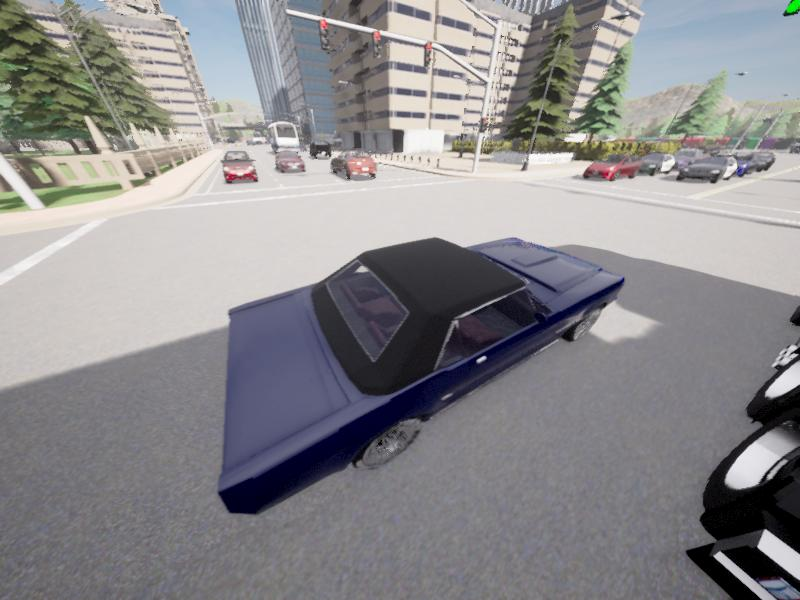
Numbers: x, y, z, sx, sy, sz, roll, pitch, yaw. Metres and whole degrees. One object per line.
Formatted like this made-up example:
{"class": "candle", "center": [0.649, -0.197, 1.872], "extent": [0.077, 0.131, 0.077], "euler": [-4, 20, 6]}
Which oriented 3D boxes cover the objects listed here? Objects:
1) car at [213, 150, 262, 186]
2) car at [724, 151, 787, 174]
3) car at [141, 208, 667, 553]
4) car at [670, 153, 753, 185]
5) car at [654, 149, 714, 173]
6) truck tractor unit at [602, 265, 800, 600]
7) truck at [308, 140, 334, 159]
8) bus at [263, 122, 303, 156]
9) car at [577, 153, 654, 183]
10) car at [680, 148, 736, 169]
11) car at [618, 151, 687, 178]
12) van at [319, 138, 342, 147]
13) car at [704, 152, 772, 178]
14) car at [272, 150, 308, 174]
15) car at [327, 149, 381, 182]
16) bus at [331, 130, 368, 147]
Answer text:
{"class": "car", "center": [-10.216, -8.560, 14.761], "extent": [1.851, 1.617, 3.988], "euler": [-16, 38, -23]}
{"class": "car", "center": [33.070, -12.865, 21.476], "extent": [4.902, 1.511, 2.128], "euler": [-18, 39, -24]}
{"class": "car", "center": [0.661, 0.035, 2.824], "extent": [4.718, 1.301, 1.895], "euler": [-18, 39, -24]}
{"class": "car", "center": [21.494, -9.121, 15.969], "extent": [4.974, 1.542, 2.038], "euler": [-18, 39, -24]}
{"class": "car", "center": [26.703, -13.158, 21.727], "extent": [4.856, 1.649, 2.033], "euler": [-18, 39, -24]}
{"class": "truck tractor unit", "center": [5.114, -0.297, 0.782], "extent": [6.516, 4.208, 3.053], "euler": [-18, 39, -24]}
{"class": "truck", "center": [-11.396, -21.541, 32.932], "extent": [2.390, 2.098, 6.274], "euler": [-13, 37, -19]}
{"class": "bus", "center": [-20.090, -27.509, 39.517], "extent": [3.944, 4.253, 10.273], "euler": [-18, 39, -24]}
{"class": "car", "center": [15.235, -9.443, 16.367], "extent": [4.514, 1.525, 2.007], "euler": [-17, 38, -23]}
{"class": "car", "center": [32.800, -15.153, 24.615], "extent": [4.611, 1.667, 2.242], "euler": [-18, 39, -25]}
{"class": "car", "center": [20.672, -11.165, 18.890], "extent": [4.974, 1.542, 2.038], "euler": [-18, 39, -24]}
{"class": "van", "center": [-21.885, -49.839, 73.008], "extent": [6.366, 2.431, 2.351], "euler": [-18, 39, -24]}
{"class": "car", "center": [27.548, -11.081, 18.847], "extent": [4.514, 1.525, 2.007], "euler": [-18, 39, -24]}
{"class": "car", "center": [-9.283, -11.649, 19.344], "extent": [1.812, 1.442, 4.674], "euler": [-18, 39, -24]}
{"class": "car", "center": [-3.421, -9.877, 16.707], "extent": [2.152, 1.651, 5.027], "euler": [-17, 38, -23]}
{"class": "bus", "center": [-15.629, -50.201, 71.999], "extent": [10.273, 4.253, 3.944], "euler": [-18, 39, -24]}
